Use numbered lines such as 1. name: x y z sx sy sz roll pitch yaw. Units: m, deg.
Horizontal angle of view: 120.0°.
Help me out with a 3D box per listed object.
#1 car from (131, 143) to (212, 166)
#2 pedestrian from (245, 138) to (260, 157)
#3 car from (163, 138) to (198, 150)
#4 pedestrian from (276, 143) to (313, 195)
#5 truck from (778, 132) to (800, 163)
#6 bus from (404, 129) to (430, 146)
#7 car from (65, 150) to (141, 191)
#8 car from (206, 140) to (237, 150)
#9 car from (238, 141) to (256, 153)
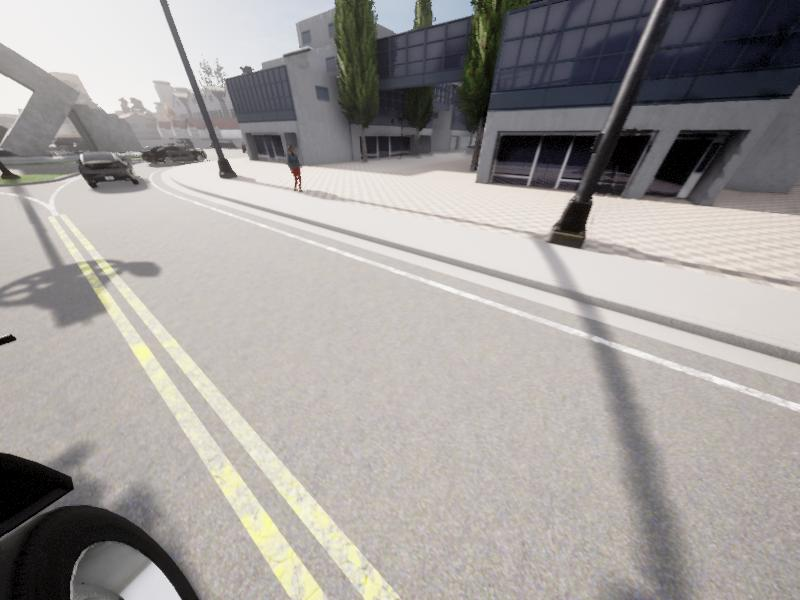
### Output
1. car: -21.875 -14.267 22.502 1.930 1.638 5.238 11 36 14
2. pedestrian: -17.455 -18.055 27.418 0.751 1.860 0.751 -6 36 -9
3. car: -41.533 -29.580 43.826 3.866 1.878 1.905 -7 36 -10
4. pedestrian: -4.473 -5.583 9.870 0.751 1.860 0.751 28 44 33
5. truck: 40.563 -14.576 20.969 2.891 3.827 8.468 22 42 28
6. bus: 5.734 -54.446 77.451 3.944 4.253 10.273 22 40 27
7. car: -16.282 -7.354 12.883 1.837 1.490 4.892 -29 44 -35
8. car: -37.221 -32.521 48.325 4.611 1.667 2.242 -18 39 -24
9. car: -25.161 -25.145 37.969 1.789 1.549 3.705 -19 40 -26
